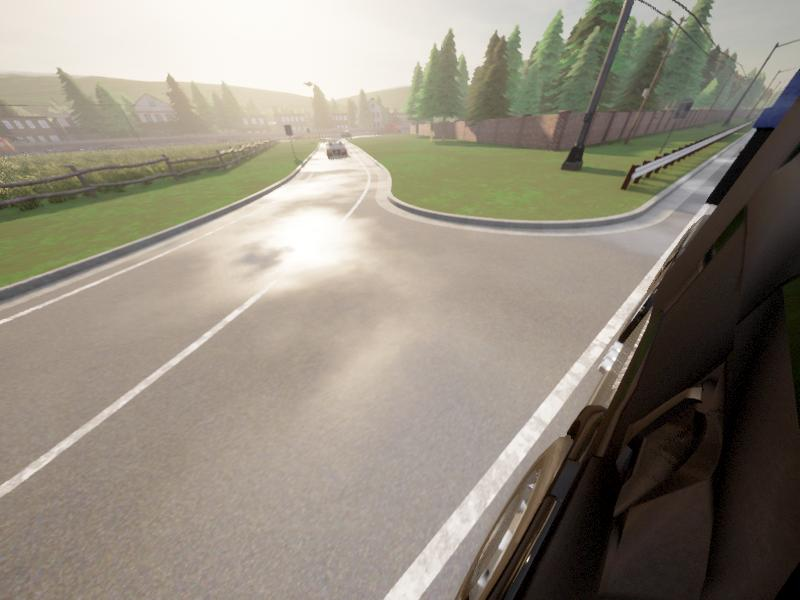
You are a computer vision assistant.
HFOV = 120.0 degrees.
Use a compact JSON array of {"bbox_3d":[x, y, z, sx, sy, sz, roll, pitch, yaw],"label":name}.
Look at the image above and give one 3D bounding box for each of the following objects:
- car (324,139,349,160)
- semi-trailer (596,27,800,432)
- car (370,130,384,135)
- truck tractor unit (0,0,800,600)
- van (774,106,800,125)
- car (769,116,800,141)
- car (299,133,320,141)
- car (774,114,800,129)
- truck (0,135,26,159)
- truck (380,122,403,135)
[{"bbox_3d":[-6.287,-14.921,22.812,1.994,1.385,4.181,-9,37,-9],"label":"car"},{"bbox_3d":[8.814,-3.523,4.111,14.254,4.402,2.717,-27,43,-28],"label":"semi-trailer"},{"bbox_3d":[-8.984,-66.210,91.392,4.902,1.511,2.128,-26,43,-28],"label":"car"},{"bbox_3d":[2.645,-0.295,0.352,6.516,4.208,3.053,-28,44,-30],"label":"truck tractor unit"},{"bbox_3d":[67.737,-31.792,39.838,6.366,2.431,2.351,-27,43,-28],"label":"van"},{"bbox_3d":[34.862,-15.024,20.176,5.027,1.651,2.152,-27,43,-28],"label":"car"},{"bbox_3d":[-27.275,-49.237,69.755,5.366,1.575,1.801,-26,43,-28],"label":"car"},{"bbox_3d":[54.980,-25.023,32.393,4.792,1.488,2.163,-27,43,-28],"label":"car"},{"bbox_3d":[-83.660,-30.196,45.963,8.468,3.827,2.891,-26,43,-28],"label":"truck"},{"bbox_3d":[-3.270,-67.367,90.587,8.468,3.827,2.891,-26,43,-28],"label":"truck"}]
